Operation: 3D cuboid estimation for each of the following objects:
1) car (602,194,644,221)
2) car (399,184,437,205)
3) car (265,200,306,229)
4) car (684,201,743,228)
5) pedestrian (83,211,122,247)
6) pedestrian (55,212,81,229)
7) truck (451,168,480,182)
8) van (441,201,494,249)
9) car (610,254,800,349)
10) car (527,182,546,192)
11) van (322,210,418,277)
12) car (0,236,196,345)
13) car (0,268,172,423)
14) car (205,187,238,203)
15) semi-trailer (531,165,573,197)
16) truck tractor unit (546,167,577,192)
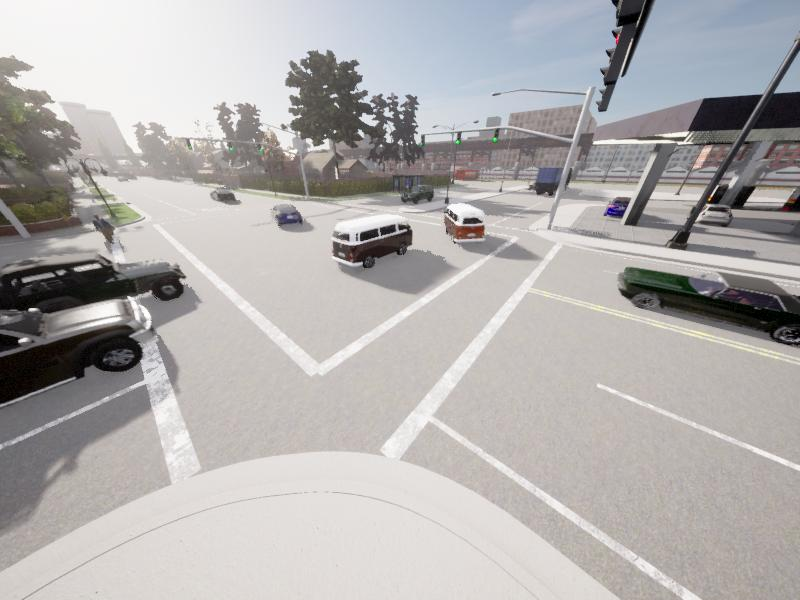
[{"bbox_3d":[21.088,-8.924,21.955,2.242,1.667,4.611,23,37,34],"label":"car"},{"bbox_3d":[2.479,-14.378,31.262,2.150,2.045,5.566,23,37,34],"label":"car"},{"bbox_3d":[-9.942,-7.498,19.911,2.163,1.488,4.792,-18,34,-28],"label":"car"},{"bbox_3d":[25.999,-7.245,19.370,1.970,1.475,3.806,23,37,34],"label":"car"},{"bbox_3d":[-17.733,-4.236,13.835,0.751,1.860,0.751,25,38,36],"label":"pedestrian"},{"bbox_3d":[-24.746,-5.926,17.234,0.500,1.100,0.500,-2,30,-4],"label":"pedestrian"},{"bbox_3d":[21.699,-41.679,76.772,8.468,3.827,2.891,23,37,34],"label":"truck"},{"bbox_3d":[4.160,-5.080,15.166,2.069,2.038,4.480,-2,30,1],"label":"van"},{"bbox_3d":[9.977,-0.121,7.320,4.718,1.301,1.895,22,36,33],"label":"car"},{"bbox_3d":[27.778,-23.091,47.007,2.033,1.411,5.357,23,37,34],"label":"car"},{"bbox_3d":[-1.262,-3.102,11.739,2.069,2.038,4.480,22,37,34],"label":"van"},{"bbox_3d":[-9.791,-0.632,7.609,1.905,1.878,3.866,23,37,34],"label":"car"},{"bbox_3d":[-8.167,1.134,4.557,1.932,1.855,4.605,23,36,34],"label":"car"},{"bbox_3d":[-25.002,-14.786,32.375,5.238,1.638,1.930,22,37,34],"label":"car"},{"bbox_3d":[27.174,-21.297,40.873,2.717,4.402,14.254,23,37,34],"label":"semi-trailer"},{"bbox_3d":[32.243,-24.235,46.202,3.053,4.208,6.516,23,37,34],"label":"truck tractor unit"}]
